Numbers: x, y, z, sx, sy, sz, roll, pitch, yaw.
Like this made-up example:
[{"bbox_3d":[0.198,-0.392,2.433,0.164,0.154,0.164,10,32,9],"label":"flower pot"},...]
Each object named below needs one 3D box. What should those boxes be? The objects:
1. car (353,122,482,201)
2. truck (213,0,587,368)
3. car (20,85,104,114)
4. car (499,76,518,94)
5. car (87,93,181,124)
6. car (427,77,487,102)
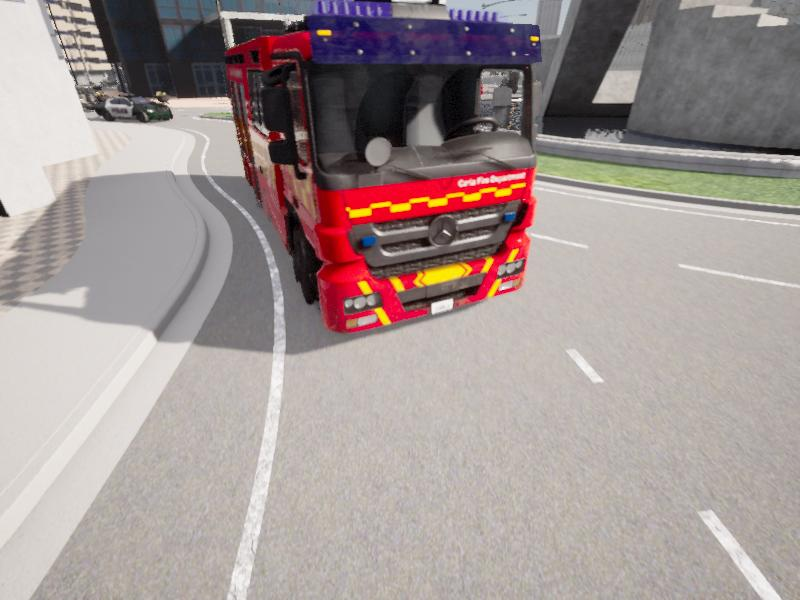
[{"bbox_3d":[0.314,-4.353,12.092,1.994,1.385,4.181,-15,33,-23],"label":"car"},{"bbox_3d":[-1.272,-3.103,7.536,2.891,3.827,8.468,-13,33,-21],"label":"truck"},{"bbox_3d":[-26.216,-15.667,31.159,4.605,1.855,1.932,4,31,7],"label":"car"},{"bbox_3d":[13.735,-27.216,50.564,1.905,1.878,3.866,8,31,14],"label":"car"},{"bbox_3d":[-17.146,-12.423,25.880,4.974,1.542,2.038,10,32,17],"label":"car"},{"bbox_3d":[5.732,-21.419,40.563,5.566,2.045,2.150,-13,33,-21],"label":"car"}]
